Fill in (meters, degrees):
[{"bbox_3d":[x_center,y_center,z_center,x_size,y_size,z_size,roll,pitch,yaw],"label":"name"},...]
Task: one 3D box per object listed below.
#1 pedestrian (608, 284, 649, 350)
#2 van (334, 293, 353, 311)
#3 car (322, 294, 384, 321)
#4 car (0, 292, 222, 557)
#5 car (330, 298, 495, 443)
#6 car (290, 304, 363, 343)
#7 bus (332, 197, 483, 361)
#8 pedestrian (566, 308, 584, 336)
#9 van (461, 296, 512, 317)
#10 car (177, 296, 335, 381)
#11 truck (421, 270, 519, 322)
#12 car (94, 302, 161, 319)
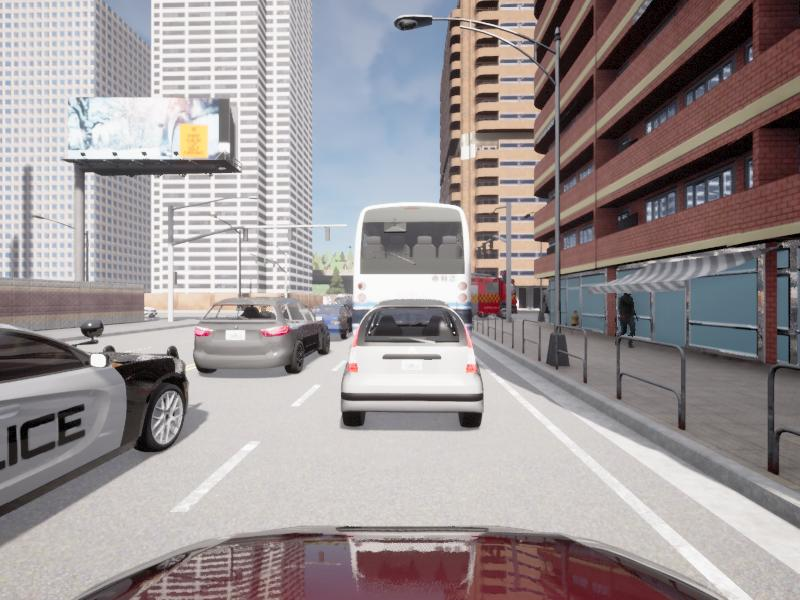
[{"bbox_3d":[6.713,0.485,11.785,0.751,1.860,0.751,0,0,-6],"label":"pedestrian"},{"bbox_3d":[-8.660,0.322,61.725,1.988,2.561,5.915,0,0,2],"label":"van"},{"bbox_3d":[-3.792,0.568,33.407,2.150,2.045,5.566,0,0,33],"label":"car"},{"bbox_3d":[-3.426,0.771,2.773,1.930,1.638,5.238,0,0,2],"label":"car"},{"bbox_3d":[0.191,0.788,6.481,1.851,1.617,3.988,0,0,2],"label":"car"},{"bbox_3d":[-2.979,0.895,17.527,2.033,1.411,5.357,0,0,2],"label":"car"},{"bbox_3d":[0.342,-0.534,15.571,3.944,4.253,10.273,0,0,2],"label":"bus"},{"bbox_3d":[6.997,0.882,16.016,0.500,1.100,0.500,0,0,4],"label":"pedestrian"},{"bbox_3d":[8.010,0.598,37.506,4.442,1.987,1.775,0,0,2],"label":"van"},{"bbox_3d":[-3.202,0.756,10.151,2.242,1.667,4.611,0,0,2],"label":"car"},{"bbox_3d":[5.943,-0.321,33.007,8.468,3.827,2.891,0,0,-36],"label":"truck"},{"bbox_3d":[-23.788,0.870,35.048,4.674,1.442,1.812,0,0,2],"label":"car"}]
